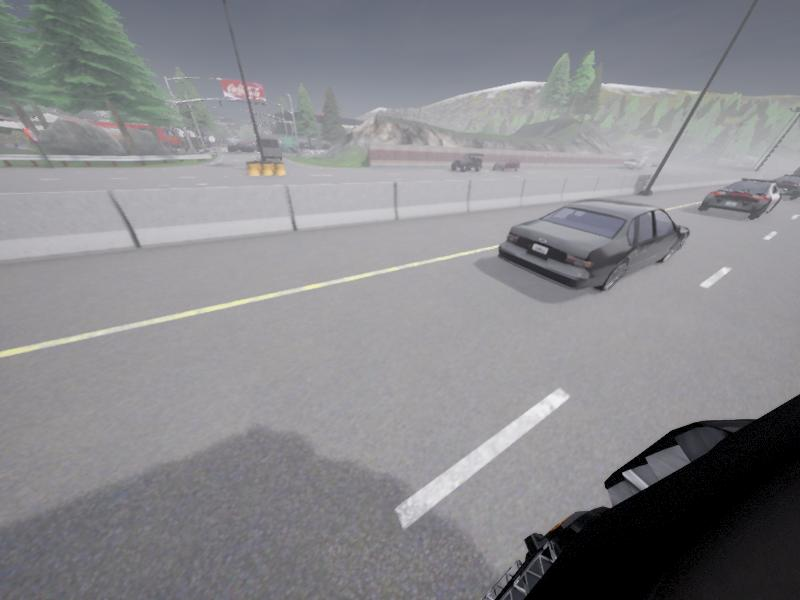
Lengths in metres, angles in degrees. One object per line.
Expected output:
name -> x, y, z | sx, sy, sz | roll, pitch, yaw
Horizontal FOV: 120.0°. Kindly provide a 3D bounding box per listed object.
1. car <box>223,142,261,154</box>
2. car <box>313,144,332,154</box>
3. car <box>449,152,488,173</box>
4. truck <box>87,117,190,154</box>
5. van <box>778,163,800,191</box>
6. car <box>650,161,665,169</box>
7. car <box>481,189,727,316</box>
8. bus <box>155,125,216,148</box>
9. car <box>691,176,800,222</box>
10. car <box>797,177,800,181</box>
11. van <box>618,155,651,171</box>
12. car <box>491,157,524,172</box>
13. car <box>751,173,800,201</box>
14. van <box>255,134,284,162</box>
car -> -27.644, -26.698, 40.630 | 1.882, 1.535, 5.008 | 17, 36, 20
car -> -18.954, -36.815, 56.356 | 3.866, 1.878, 1.905 | -16, 38, -26
car -> 7.992, -16.078, 26.985 | 3.866, 1.878, 1.905 | -16, 38, -26
truck -> -36.564, -23.312, 33.052 | 8.468, 3.827, 2.891 | -16, 38, -26
van -> 42.081, -12.745, 23.720 | 5.915, 2.561, 1.988 | -15, 37, -26
car -> 68.222, -35.811, 61.155 | 5.008, 1.535, 1.882 | -27, 43, -36
car -> 4.684, -1.500, 5.265 | 5.357, 1.411, 2.033 | -16, 38, -26
bus -> -54.925, -42.128, 59.715 | 10.273, 4.253, 3.944 | -16, 38, -26
car -> 17.466, -5.236, 11.649 | 4.974, 1.542, 2.038 | -16, 38, -26
car -> 66.844, -20.035, 37.321 | 3.988, 1.617, 1.851 | -22, 41, -32
van -> 47.472, -27.760, 46.795 | 6.366, 2.431, 2.351 | -18, 39, -27
car -> 13.987, -17.665, 30.093 | 3.705, 1.549, 1.789 | -16, 38, -26
car -> 30.327, -8.942, 18.110 | 4.974, 1.542, 2.038 | -16, 38, -26
van -> -15.838, -18.474, 28.011 | 1.988, 2.561, 5.915 | -16, 38, -26
